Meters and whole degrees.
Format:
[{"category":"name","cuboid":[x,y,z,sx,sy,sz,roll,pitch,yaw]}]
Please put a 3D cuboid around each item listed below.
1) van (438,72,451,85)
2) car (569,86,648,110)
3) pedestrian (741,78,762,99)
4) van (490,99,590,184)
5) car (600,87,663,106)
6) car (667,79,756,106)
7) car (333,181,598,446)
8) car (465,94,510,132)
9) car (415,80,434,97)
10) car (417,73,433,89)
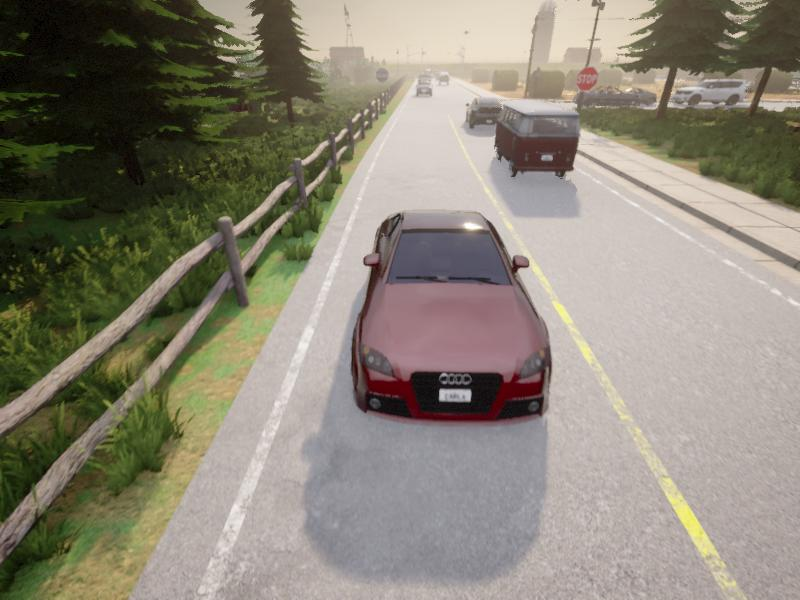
[{"category":"van","cuboid":[8.117,-40.826,73.697,2.069,2.038,4.480,2,30,3]},{"category":"car","cuboid":[16.841,-16.456,32.542,5.027,1.651,2.152,0,30,0]},{"category":"pedestrian","cuboid":[34.867,-20.996,39.693,0.751,1.860,0.751,9,32,15]},{"category":"van","cuboid":[4.334,-5.423,13.269,1.775,1.987,4.442,1,30,2]},{"category":"car","cuboid":[20.448,-18.036,35.492,4.181,1.385,1.994,0,30,-1]},{"category":"car","cuboid":[27.339,-18.301,35.271,5.566,2.045,2.150,0,30,0]},{"category":"car","cuboid":[0.548,-0.315,5.176,1.994,1.385,4.181,1,30,1]},{"category":"car","cuboid":[4.892,-10.834,23.002,1.837,1.490,4.892,2,30,4]},{"category":"car","cuboid":[2.835,-24.511,46.349,2.128,1.511,4.902,2,30,3]},{"category":"car","cuboid":[3.792,-33.356,60.929,2.150,2.045,5.566,2,30,3]}]
